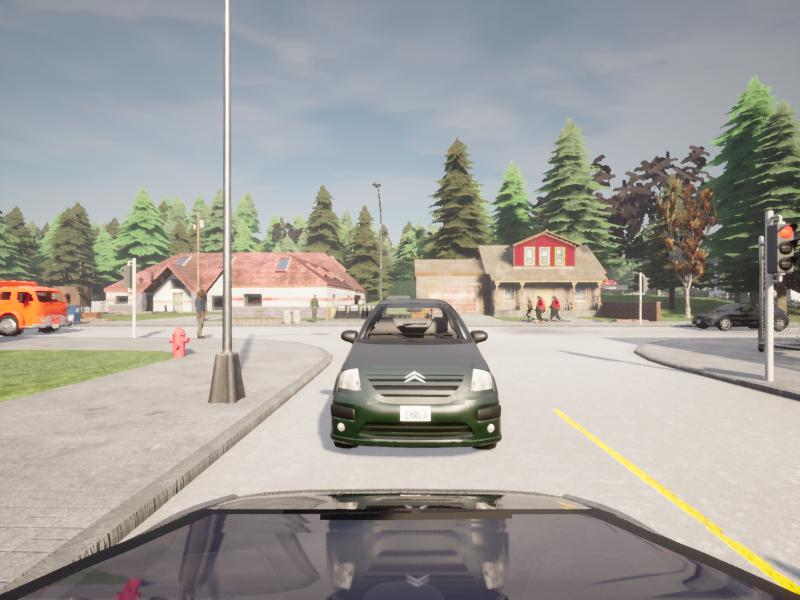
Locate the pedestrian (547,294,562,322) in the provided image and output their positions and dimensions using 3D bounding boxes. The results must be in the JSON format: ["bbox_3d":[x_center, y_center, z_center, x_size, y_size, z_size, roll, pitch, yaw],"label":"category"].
[{"bbox_3d":[10.303,0.533,26.659,0.751,1.860,0.751,0,0,2],"label":"pedestrian"}]

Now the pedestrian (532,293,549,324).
[{"bbox_3d":[8.686,0.533,24.763,0.751,1.860,0.751,0,0,-3],"label":"pedestrian"}]

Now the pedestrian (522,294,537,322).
[{"bbox_3d":[8.595,0.533,26.644,0.751,1.860,0.751,0,0,0],"label":"pedestrian"}]

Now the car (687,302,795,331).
[{"bbox_3d":[18.033,0.854,21.315,4.193,1.474,1.816,0,0,1],"label":"car"}]

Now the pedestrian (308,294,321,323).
[{"bbox_3d":[-5.507,0.533,25.747,0.751,1.860,0.751,0,0,-13],"label":"pedestrian"}]

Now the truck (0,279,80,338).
[{"bbox_3d":[-18.148,0.355,18.096,5.204,2.467,2.627,0,0,1],"label":"truck"}]

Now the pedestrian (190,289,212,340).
[{"bbox_3d":[-7.594,0.534,15.250,0.751,1.860,0.751,0,0,-28],"label":"pedestrian"}]

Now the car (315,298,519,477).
[{"bbox_3d":[0.190,0.788,5.622,1.851,1.617,3.988,0,0,1],"label":"car"}]
